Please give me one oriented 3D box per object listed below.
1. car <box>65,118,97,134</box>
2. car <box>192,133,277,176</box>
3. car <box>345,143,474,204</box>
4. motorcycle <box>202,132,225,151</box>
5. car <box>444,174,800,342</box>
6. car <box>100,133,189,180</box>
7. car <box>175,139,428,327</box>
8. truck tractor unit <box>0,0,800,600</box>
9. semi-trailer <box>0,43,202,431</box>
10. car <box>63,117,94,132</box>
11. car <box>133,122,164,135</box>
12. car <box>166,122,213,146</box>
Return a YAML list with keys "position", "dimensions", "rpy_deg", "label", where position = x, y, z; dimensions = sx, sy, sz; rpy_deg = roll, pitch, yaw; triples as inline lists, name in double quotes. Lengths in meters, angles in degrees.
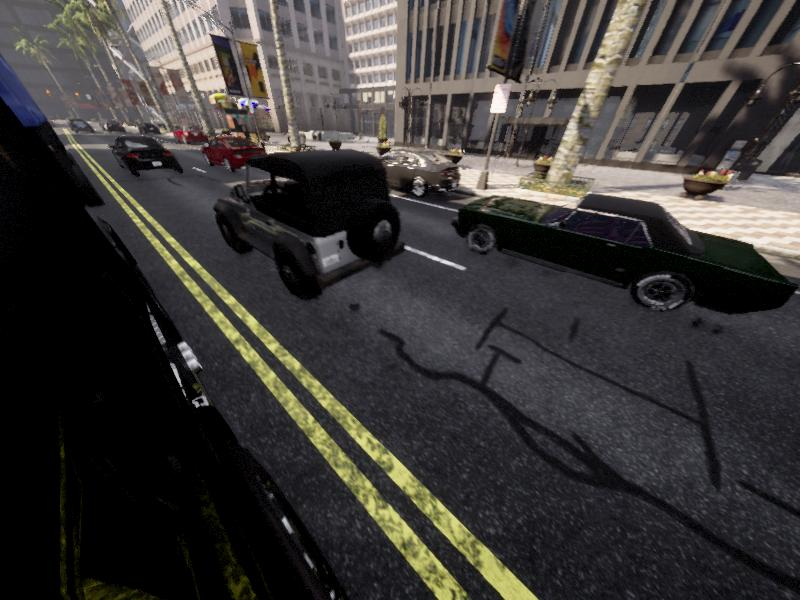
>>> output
- position: [-46.550, -25.423, 33.703]
  dimensions: [4.856, 1.649, 2.033]
  rpy_deg: [28, 44, 30]
  label: "car"
- position: [-9.161, -8.117, 12.708]
  dimensions: [5.008, 1.535, 1.882]
  rpy_deg: [28, 44, 30]
  label: "car"
- position: [0.226, -5.555, 9.809]
  dimensions: [4.892, 1.521, 2.231]
  rpy_deg: [28, 44, 30]
  label: "car"
- position: [-16.725, -14.293, 20.818]
  dimensions: [0.764, 1.277, 2.356]
  rpy_deg: [-11, 39, -17]
  label: "motorcycle"
- position: [3.473, -1.321, 4.523]
  dimensions: [4.718, 1.301, 1.895]
  rpy_deg: [28, 44, 30]
  label: "car"
- position: [-12.469, -7.094, 11.231]
  dimensions: [4.674, 1.442, 1.812]
  rpy_deg: [28, 44, 30]
  label: "car"
- position: [-1.738, -1.592, 4.094]
  dimensions: [3.866, 1.878, 1.905]
  rpy_deg: [28, 44, 30]
  label: "car"
- position: [-2.645, -0.295, 0.351]
  dimensions: [6.516, 4.208, 3.053]
  rpy_deg: [28, 44, 30]
  label: "truck tractor unit"
- position: [-8.703, -3.583, 4.252]
  dimensions: [14.254, 4.402, 2.717]
  rpy_deg: [28, 44, 30]
  label: "semi-trailer"
- position: [-51.733, -28.243, 37.151]
  dimensions: [4.611, 1.667, 2.242]
  rpy_deg: [28, 44, 30]
  label: "car"
- position: [-38.867, -26.482, 35.678]
  dimensions: [4.792, 1.488, 2.163]
  rpy_deg: [28, 44, 30]
  label: "car"
- position: [-22.249, -17.569, 24.419]
  dimensions: [4.553, 1.767, 2.185]
  rpy_deg: [28, 44, 30]
  label: "car"
